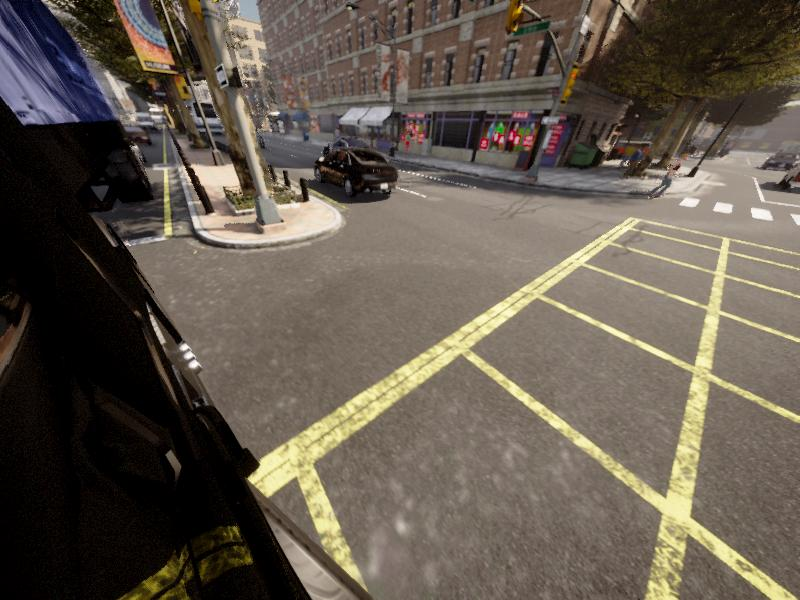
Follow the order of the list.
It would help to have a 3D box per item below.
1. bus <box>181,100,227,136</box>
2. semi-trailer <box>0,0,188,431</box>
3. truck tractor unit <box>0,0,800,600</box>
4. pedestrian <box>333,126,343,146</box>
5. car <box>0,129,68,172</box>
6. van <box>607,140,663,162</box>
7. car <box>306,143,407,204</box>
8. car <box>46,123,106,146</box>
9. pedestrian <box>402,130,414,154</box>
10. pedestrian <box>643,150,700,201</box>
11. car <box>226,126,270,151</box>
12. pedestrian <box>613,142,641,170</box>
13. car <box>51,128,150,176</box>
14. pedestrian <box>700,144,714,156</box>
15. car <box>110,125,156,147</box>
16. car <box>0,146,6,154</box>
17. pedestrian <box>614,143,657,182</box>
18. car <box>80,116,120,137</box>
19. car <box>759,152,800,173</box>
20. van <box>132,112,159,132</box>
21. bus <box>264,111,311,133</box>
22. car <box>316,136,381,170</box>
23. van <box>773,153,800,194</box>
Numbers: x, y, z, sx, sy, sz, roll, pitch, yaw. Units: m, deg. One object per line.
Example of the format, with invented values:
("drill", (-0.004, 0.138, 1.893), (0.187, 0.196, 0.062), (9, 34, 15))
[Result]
("bus", (-33.989, -31.378, 40.002), (3.944, 4.253, 10.273), (-24, 44, -31))
("semi-trailer", (-8.061, -3.972, 4.769), (2.717, 4.402, 14.254), (-26, 46, -33))
("truck tractor unit", (-2.645, -0.295, 0.351), (6.516, 4.208, 3.053), (28, 44, 30))
("pedestrian", (-7.267, -19.228, 27.151), (0.751, 1.860, 0.751), (-20, 42, -27))
("car", (-18.373, -7.185, 10.962), (1.994, 1.385, 4.181), (-24, 44, -31))
("van", (30.764, -19.676, 30.437), (1.775, 1.987, 4.442), (-20, 42, -27))
("car", (-2.009, -5.473, 9.630), (1.837, 1.490, 4.892), (-23, 44, -31))
("car", (-27.284, -14.106, 19.669), (1.994, 1.385, 4.181), (-24, 44, -31))
("pedestrian", (0.746, -15.156, 22.209), (0.751, 1.860, 0.751), (-16, 41, -23))
("pedestrian", (11.928, -5.480, 10.207), (0.751, 1.860, 0.751), (-24, 44, -31))
("car", (-14.851, -15.815, 22.561), (2.033, 1.649, 4.856), (-27, 46, -34))
("pedestrian", (18.312, -11.644, 18.647), (0.751, 1.860, 0.751), (-26, 45, -33))
("car", (-14.371, -7.485, 11.493), (2.038, 1.542, 4.974), (-24, 44, -31))
("pedestrian", (59.122, -28.918, 44.514), (0.751, 1.860, 0.751), (-23, 44, -30))
("car", (-24.346, -15.175, 21.275), (2.033, 1.411, 5.357), (-24, 44, -31))
("car", (-23.690, -8.186, 12.009), (1.895, 1.301, 4.718), (-24, 44, -31))
("pedestrian", (13.582, -7.962, 13.394), (0.751, 1.860, 0.751), (5, 37, 3))
("car", (-35.157, -20.438, 27.218), (1.905, 1.878, 3.866), (-24, 44, -31))
("car", (43.061, -15.559, 26.020), (5.027, 1.651, 2.152), (-24, 44, -31))
("van", (-43.403, -30.453, 39.578), (1.988, 2.561, 5.915), (-24, 44, -31))
("bus", (-30.794, -48.855, 63.677), (10.273, 4.253, 3.944), (-25, 45, -32))
("car", (-3.585, -10.090, 15.689), (2.038, 1.542, 4.974), (-24, 44, -31))
("van", (25.738, -7.878, 14.202), (4.480, 2.038, 2.069), (-26, 45, -31))
